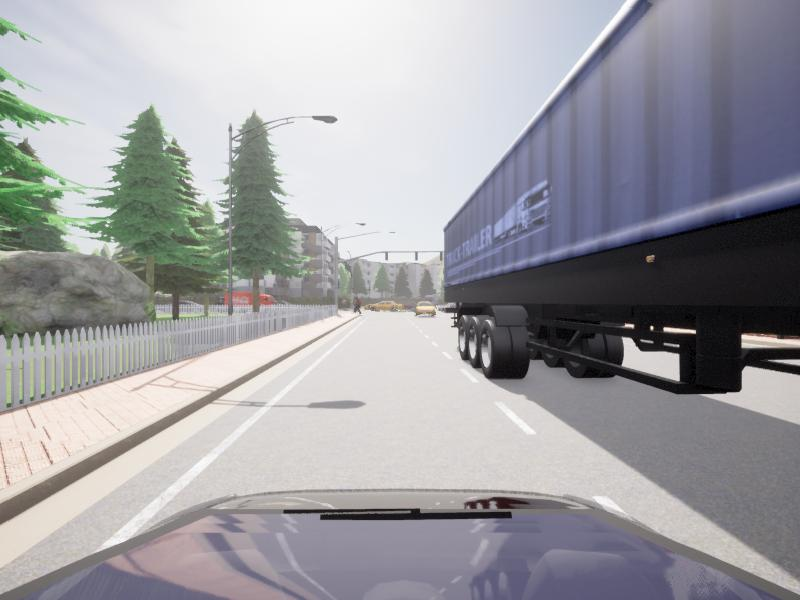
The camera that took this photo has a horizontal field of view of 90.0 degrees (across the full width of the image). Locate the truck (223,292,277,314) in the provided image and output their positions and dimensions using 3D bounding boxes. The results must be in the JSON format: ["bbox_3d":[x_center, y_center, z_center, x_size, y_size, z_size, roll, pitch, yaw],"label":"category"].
[{"bbox_3d":[-17.188,0.357,46.139,5.204,2.467,2.627,0,0,0],"label":"truck"}]

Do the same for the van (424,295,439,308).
[{"bbox_3d":[6.834,0.301,84.950,1.988,2.561,5.915,0,0,17],"label":"van"}]

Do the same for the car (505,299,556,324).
[{"bbox_3d":[9.528,0.778,29.605,2.033,1.649,4.856,0,0,-2],"label":"car"}]

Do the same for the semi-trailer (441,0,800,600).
[{"bbox_3d":[3.062,-0.618,6.799,2.717,4.402,14.254,0,0,-2],"label":"semi-trailer"}]

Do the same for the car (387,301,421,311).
[{"bbox_3d":[0.522,0.870,56.747,4.674,1.442,1.812,0,0,-1],"label":"car"}]

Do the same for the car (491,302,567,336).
[{"bbox_3d":[6.340,0.851,20.342,2.163,1.488,4.792,0,0,-2],"label":"car"}]

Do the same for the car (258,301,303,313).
[{"bbox_3d":[-14.752,0.836,49.654,4.902,1.511,2.128,0,0,0],"label":"car"}]

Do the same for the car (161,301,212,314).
[{"bbox_3d":[-24.545,0.845,46.090,4.892,1.490,1.837,0,0,0],"label":"car"}]

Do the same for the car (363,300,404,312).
[{"bbox_3d":[-2.139,0.800,53.237,5.366,1.575,1.801,0,0,0],"label":"car"}]

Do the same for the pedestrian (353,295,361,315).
[{"bbox_3d":[-4.197,0.485,38.846,0.751,1.860,0.751,0,0,-11],"label":"pedestrian"}]

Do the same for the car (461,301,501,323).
[{"bbox_3d":[6.005,0.823,30.287,1.882,1.535,5.008,0,0,-2],"label":"car"}]

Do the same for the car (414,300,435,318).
[{"bbox_3d":[2.355,0.800,38.580,1.801,1.575,5.366,0,0,3],"label":"car"}]
